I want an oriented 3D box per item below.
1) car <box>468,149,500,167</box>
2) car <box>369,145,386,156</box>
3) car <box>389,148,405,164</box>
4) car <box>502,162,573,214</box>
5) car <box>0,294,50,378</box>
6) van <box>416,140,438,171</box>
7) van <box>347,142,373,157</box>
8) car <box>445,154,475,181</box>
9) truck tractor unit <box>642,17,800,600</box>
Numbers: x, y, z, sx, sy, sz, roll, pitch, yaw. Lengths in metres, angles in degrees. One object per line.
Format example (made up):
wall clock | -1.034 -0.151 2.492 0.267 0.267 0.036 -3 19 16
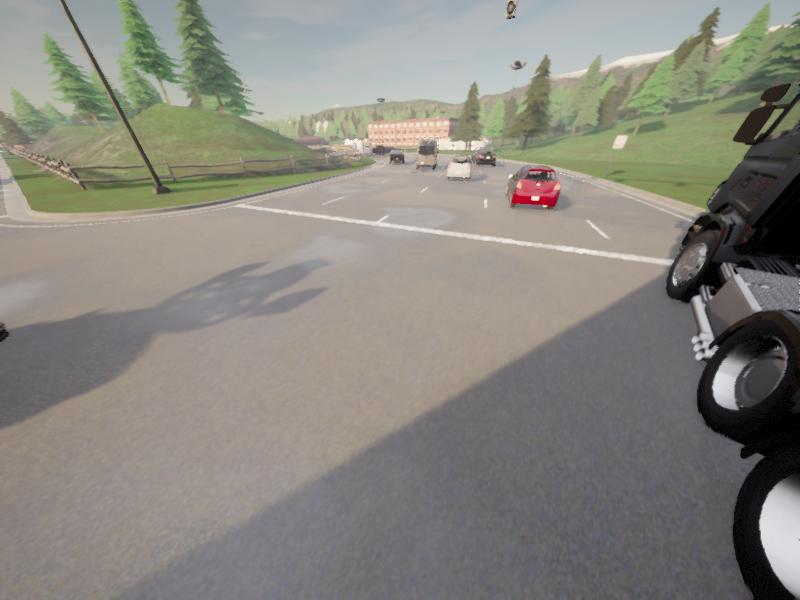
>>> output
car | 10.188 -17.570 28.408 2.242 1.667 4.611 1 34 1
car | -4.819 -31.910 49.307 1.905 1.878 3.866 -22 40 -29
car | -0.512 -19.867 31.834 1.930 1.638 5.238 -2 34 -3
car | 5.807 -5.129 10.277 1.845 1.501 3.633 10 36 14
car | -7.175 1.062 1.339 5.357 1.411 2.033 -13 36 -18
van | 2.972 -15.899 25.203 1.988 2.561 5.915 5 35 5
van | -8.380 -31.611 48.401 2.351 2.431 6.366 -22 40 -30
car | 4.670 -10.313 17.892 1.845 1.501 3.633 9 35 12
truck tractor unit | 4.657 -0.601 1.230 3.053 4.208 6.516 25 42 32
